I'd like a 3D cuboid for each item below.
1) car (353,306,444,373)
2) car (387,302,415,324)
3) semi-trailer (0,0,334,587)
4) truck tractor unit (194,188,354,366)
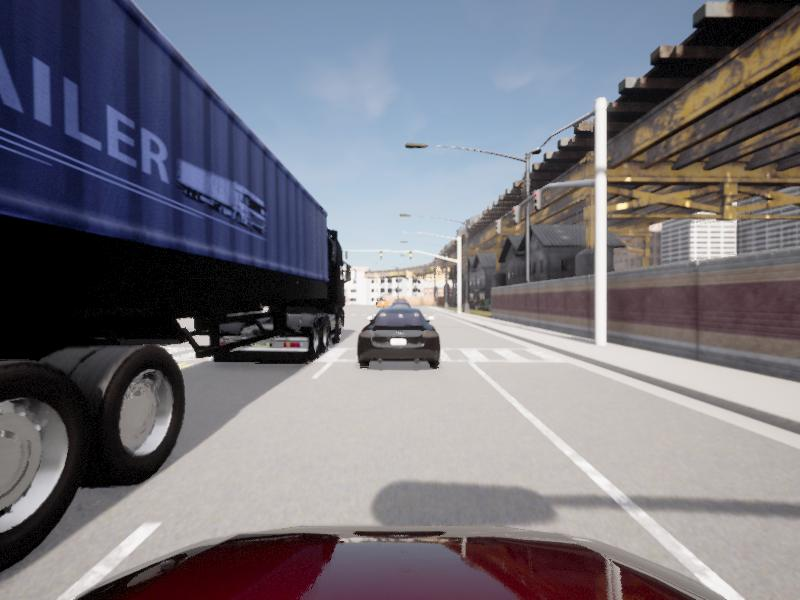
[{"bbox_3d":[0.012,0.898,10.858,1.994,1.385,4.181,0,0,1],"label":"car"},{"bbox_3d":[0.051,0.849,28.192,1.812,1.442,4.674,0,0,0],"label":"car"},{"bbox_3d":[-3.495,-0.642,4.933,2.717,4.402,14.254,-1,0,1],"label":"semi-trailer"},{"bbox_3d":[-3.395,-0.540,12.850,3.053,4.208,6.516,1,0,-1],"label":"truck tractor unit"}]
